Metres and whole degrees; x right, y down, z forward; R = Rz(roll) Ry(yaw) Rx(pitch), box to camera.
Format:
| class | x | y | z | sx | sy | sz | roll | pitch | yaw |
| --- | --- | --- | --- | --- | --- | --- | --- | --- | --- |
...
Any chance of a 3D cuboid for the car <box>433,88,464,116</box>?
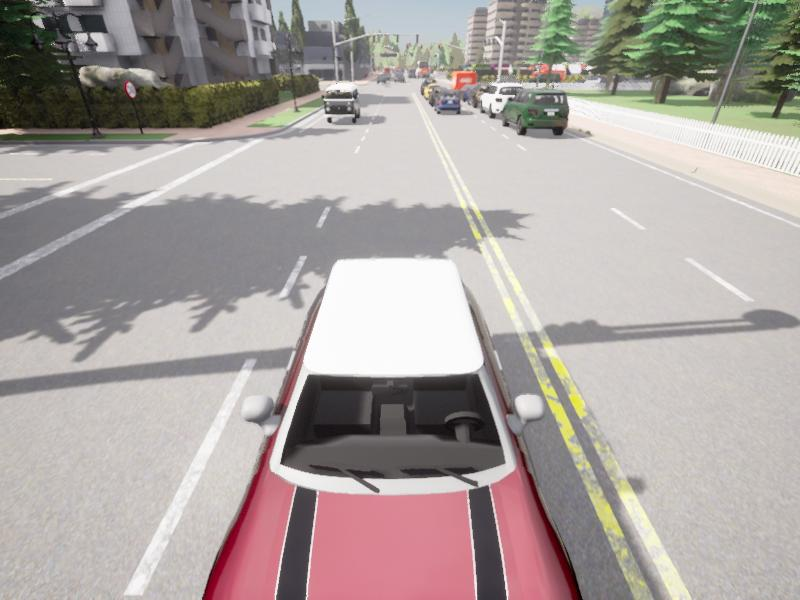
| class | x | y | z | sx | sy | sz | roll | pitch | yaw |
| --- | --- | --- | --- | --- | --- | --- | --- | --- | --- |
| car | 3.464 | -14.559 | 29.322 | 1.789 | 1.549 | 3.705 | 0 | 30 | 0 |

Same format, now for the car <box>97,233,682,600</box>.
| class | x | y | z | sx | sy | sz | roll | pitch | yaw |
| --- | --- | --- | --- | --- | --- | --- | --- | --- | --- |
| car | -0.043 | 0.875 | 3.035 | 1.970 | 1.475 | 3.806 | 0 | 30 | 0 |

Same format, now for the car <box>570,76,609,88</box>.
| class | x | y | z | sx | sy | sz | roll | pitch | yaw |
| --- | --- | --- | --- | --- | --- | --- | --- | --- | --- |
| car | 30.646 | -35.315 | 64.809 | 4.974 | 1.542 | 2.038 | -1 | 30 | -1 |

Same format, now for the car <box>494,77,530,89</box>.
| class | x | y | z | sx | sy | sz | roll | pitch | yaw |
| --- | --- | --- | --- | --- | --- | --- | --- | --- | --- |
| car | 17.198 | -33.351 | 61.500 | 4.792 | 1.488 | 2.163 | -1 | 30 | -1 |

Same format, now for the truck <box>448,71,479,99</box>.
| class | x | y | z | sx | sy | sz | roll | pitch | yaw |
| --- | --- | --- | --- | --- | --- | --- | --- | --- | --- |
| truck | 6.952 | -23.955 | 44.464 | 2.627 | 2.467 | 5.204 | 0 | 30 | 0 |

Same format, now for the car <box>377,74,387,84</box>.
| class | x | y | z | sx | sy | sz | roll | pitch | yaw |
| --- | --- | --- | --- | --- | --- | --- | --- | --- | --- |
| car | -3.570 | -43.112 | 78.067 | 1.789 | 1.549 | 3.705 | 0 | 30 | 0 |

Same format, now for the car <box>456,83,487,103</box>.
| class | x | y | z | sx | sy | sz | roll | pitch | yaw |
| --- | --- | --- | --- | --- | --- | --- | --- | --- | --- |
| car | 6.956 | -20.306 | 39.210 | 2.163 | 1.488 | 4.792 | 0 | 30 | 0 |

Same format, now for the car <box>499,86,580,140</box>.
| class | x | y | z | sx | sy | sz | roll | pitch | yaw |
| --- | --- | --- | --- | --- | --- | --- | --- | --- | --- |
| car | 6.974 | -9.896 | 20.872 | 2.150 | 2.045 | 5.566 | 0 | 30 | 0 |

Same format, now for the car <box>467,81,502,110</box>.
| class | x | y | z | sx | sy | sz | roll | pitch | yaw |
| --- | --- | --- | --- | --- | --- | --- | --- | --- | --- |
| car | 6.960 | -17.178 | 33.474 | 1.932 | 1.855 | 4.605 | 0 | 30 | 0 |

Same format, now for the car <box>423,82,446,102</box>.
| class | x | y | z | sx | sy | sz | roll | pitch | yaw |
| --- | --- | --- | --- | --- | --- | --- | --- | --- | --- |
| car | 3.455 | -21.292 | 40.794 | 1.801 | 1.575 | 5.366 | 0 | 30 | 0 |

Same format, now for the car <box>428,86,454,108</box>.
| class | x | y | z | sx | sy | sz | roll | pitch | yaw |
| --- | --- | --- | --- | --- | --- | --- | --- | --- | --- |
| car | 3.458 | -17.718 | 34.795 | 1.816 | 1.474 | 4.193 | 0 | 30 | 0 |

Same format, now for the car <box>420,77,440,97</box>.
| class | x | y | z | sx | sy | sz | roll | pitch | yaw |
| --- | --- | --- | --- | --- | --- | --- | --- | --- | --- |
| car | 3.452 | -24.980 | 46.799 | 1.932 | 1.855 | 4.605 | 0 | 30 | 0 |

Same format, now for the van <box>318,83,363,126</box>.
| class | x | y | z | sx | sy | sz | roll | pitch | yaw |
| --- | --- | --- | --- | --- | --- | --- | --- | --- | --- |
| van | -3.534 | -12.216 | 24.833 | 2.069 | 2.038 | 4.480 | 0 | 30 | 0 |

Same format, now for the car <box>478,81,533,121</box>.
| class | x | y | z | sx | sy | sz | roll | pitch | yaw |
| --- | --- | --- | --- | --- | --- | --- | --- | --- | --- |
| car | 6.964 | -13.586 | 27.175 | 2.150 | 2.045 | 5.566 | 0 | 30 | 0 |

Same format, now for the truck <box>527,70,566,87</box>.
| class | x | y | z | sx | sy | sz | roll | pitch | yaw |
| --- | --- | --- | --- | --- | --- | --- | --- | --- | --- |
| truck | 24.674 | -37.410 | 67.465 | 5.204 | 2.467 | 2.627 | 0 | 30 | -2 |

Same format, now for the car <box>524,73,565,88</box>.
| class | x | y | z | sx | sy | sz | roll | pitch | yaw |
| --- | --- | --- | --- | --- | --- | --- | --- | --- | --- |
| car | 23.197 | -35.443 | 64.512 | 5.566 | 2.045 | 2.150 | -1 | 30 | -1 |
